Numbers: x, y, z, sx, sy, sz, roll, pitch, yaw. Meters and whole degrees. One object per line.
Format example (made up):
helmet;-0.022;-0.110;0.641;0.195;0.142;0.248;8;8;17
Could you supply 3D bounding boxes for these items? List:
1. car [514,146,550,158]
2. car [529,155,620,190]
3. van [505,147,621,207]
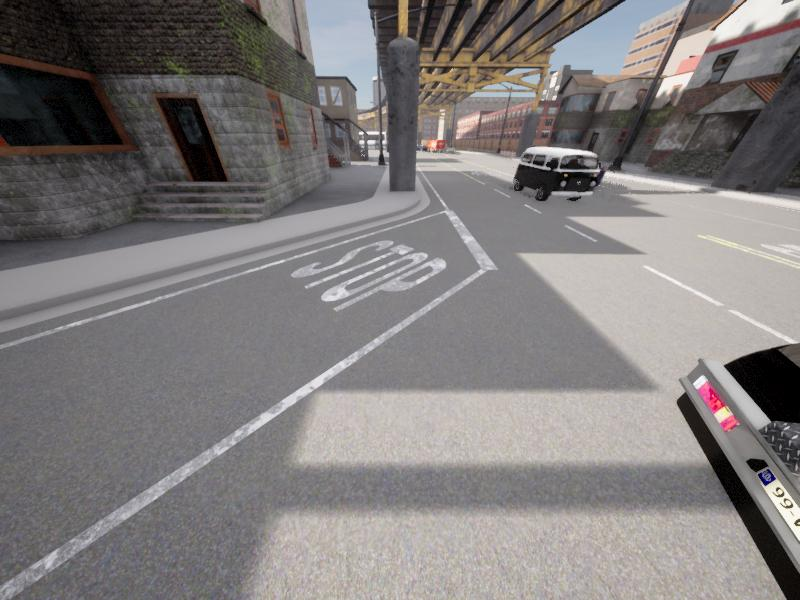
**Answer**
car;22.767;-25.624;39.857;4.974;1.542;2.038;18;38;24
car;10.653;-8.221;14.696;2.163;1.488;4.792;0;35;0
van;7.170;-6.026;11.005;2.069;2.038;4.480;0;35;0
